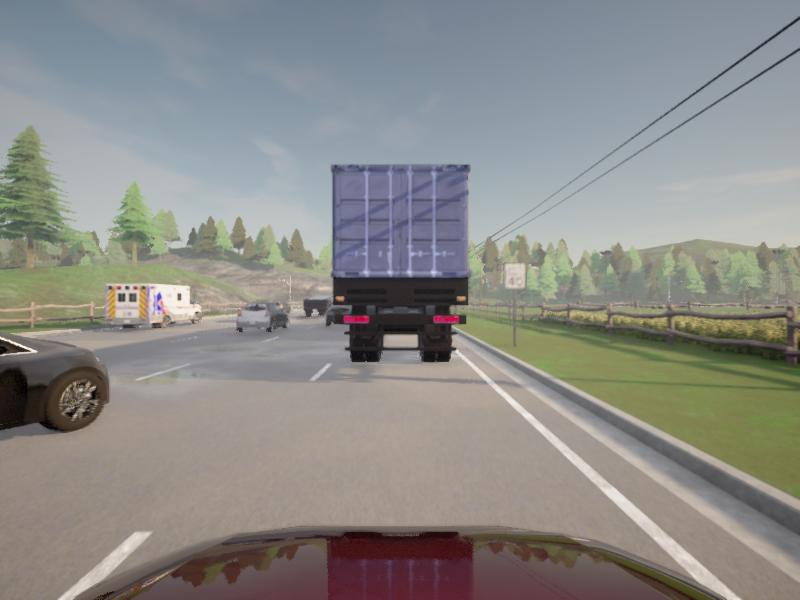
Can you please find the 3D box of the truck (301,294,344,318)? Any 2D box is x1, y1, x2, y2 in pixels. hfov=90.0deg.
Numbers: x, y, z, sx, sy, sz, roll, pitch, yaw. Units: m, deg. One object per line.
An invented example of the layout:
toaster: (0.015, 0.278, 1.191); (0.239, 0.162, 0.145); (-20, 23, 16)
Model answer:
truck: (-7.213, 0.560, 38.246); (2.390, 2.098, 6.274); (0, 0, 5)

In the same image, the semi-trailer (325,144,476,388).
semi-trailer: (0.016, -0.611, 14.350); (2.717, 4.402, 14.254); (0, 0, 0)

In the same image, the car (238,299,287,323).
car: (-10.462, 0.786, 30.915); (1.930, 1.638, 5.238); (0, 0, 0)

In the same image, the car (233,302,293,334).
car: (-6.975, 0.837, 20.700); (1.845, 1.501, 3.633); (0, 0, 0)

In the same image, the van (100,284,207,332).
van: (-13.970, 0.389, 23.386); (2.351, 2.431, 6.366); (0, 0, 0)

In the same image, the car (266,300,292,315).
car: (-13.938, 0.810, 46.404); (1.851, 1.617, 3.988); (0, 0, 0)

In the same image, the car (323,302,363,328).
car: (-3.471, 0.856, 25.364); (1.837, 1.490, 4.892); (0, 0, 0)

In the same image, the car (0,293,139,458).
car: (-5.241, 0.757, 3.618); (2.242, 1.667, 4.611); (0, 0, 11)

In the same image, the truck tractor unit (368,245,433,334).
truck tractor unit: (0.010, -0.509, 22.267); (3.053, 4.208, 6.516); (0, 0, 0)
